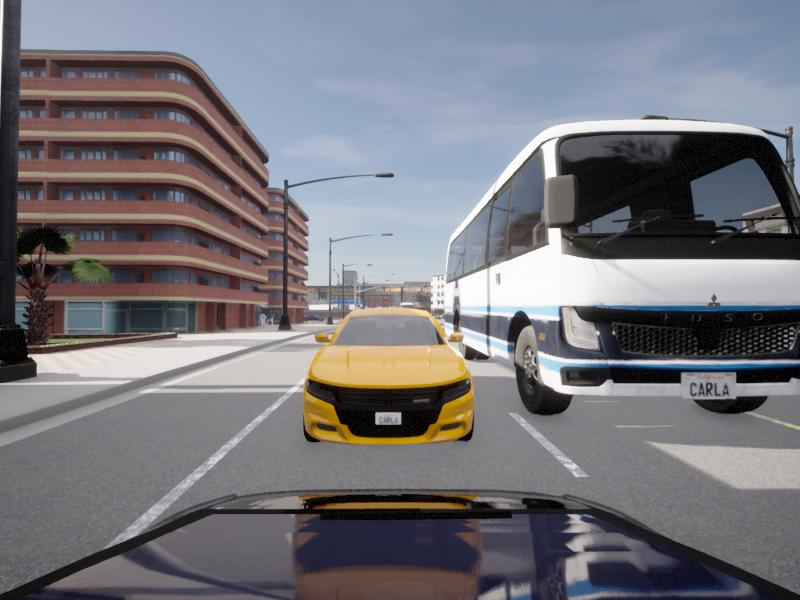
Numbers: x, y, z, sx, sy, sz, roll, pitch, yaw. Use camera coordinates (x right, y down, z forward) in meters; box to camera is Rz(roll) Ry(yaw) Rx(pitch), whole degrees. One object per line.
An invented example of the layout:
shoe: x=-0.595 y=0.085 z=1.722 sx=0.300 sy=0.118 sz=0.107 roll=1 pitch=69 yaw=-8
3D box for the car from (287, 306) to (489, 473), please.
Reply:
car: x=-0.160 y=0.861 z=6.233 sx=1.882 sy=1.535 sz=5.008 roll=0 pitch=-1 yaw=-1

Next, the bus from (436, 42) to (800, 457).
bus: x=3.395 y=-0.452 z=9.263 sx=3.944 sy=4.253 sz=10.273 roll=0 pitch=-1 yaw=-1

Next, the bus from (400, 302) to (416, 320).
bus: x=1.998 y=2.863 z=104.264 sx=3.944 sy=4.253 sz=10.273 roll=0 pitch=-2 yaw=-1
